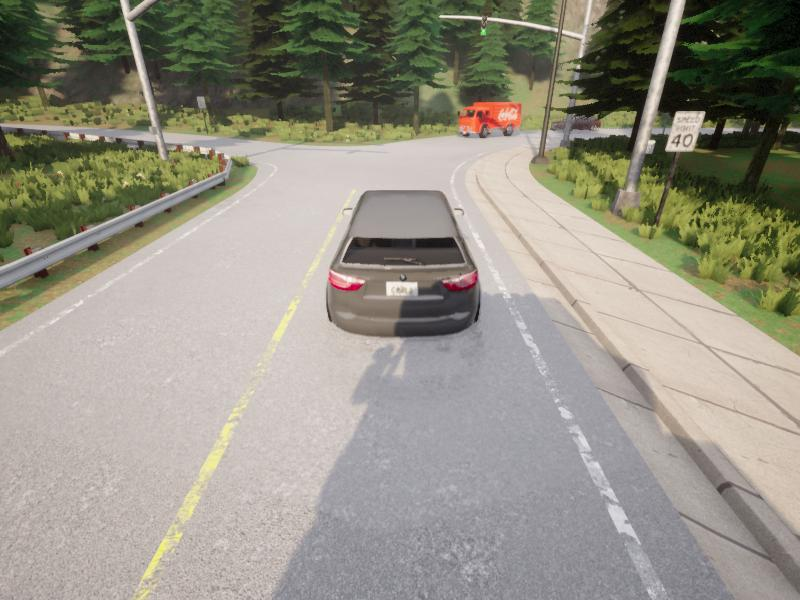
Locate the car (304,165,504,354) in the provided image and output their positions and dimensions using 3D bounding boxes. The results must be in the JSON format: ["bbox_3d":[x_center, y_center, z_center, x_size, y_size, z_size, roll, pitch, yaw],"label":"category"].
[{"bbox_3d":[0.054,-1.092,6.910,2.242,1.667,4.611,0,27,0],"label":"car"}]

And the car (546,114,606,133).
[{"bbox_3d":[15.796,-15.912,35.984,4.674,1.442,1.812,-7,28,-14],"label":"car"}]

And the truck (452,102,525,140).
[{"bbox_3d":[6.993,-14.210,31.553,5.204,2.467,2.627,-19,33,-32],"label":"truck"}]
